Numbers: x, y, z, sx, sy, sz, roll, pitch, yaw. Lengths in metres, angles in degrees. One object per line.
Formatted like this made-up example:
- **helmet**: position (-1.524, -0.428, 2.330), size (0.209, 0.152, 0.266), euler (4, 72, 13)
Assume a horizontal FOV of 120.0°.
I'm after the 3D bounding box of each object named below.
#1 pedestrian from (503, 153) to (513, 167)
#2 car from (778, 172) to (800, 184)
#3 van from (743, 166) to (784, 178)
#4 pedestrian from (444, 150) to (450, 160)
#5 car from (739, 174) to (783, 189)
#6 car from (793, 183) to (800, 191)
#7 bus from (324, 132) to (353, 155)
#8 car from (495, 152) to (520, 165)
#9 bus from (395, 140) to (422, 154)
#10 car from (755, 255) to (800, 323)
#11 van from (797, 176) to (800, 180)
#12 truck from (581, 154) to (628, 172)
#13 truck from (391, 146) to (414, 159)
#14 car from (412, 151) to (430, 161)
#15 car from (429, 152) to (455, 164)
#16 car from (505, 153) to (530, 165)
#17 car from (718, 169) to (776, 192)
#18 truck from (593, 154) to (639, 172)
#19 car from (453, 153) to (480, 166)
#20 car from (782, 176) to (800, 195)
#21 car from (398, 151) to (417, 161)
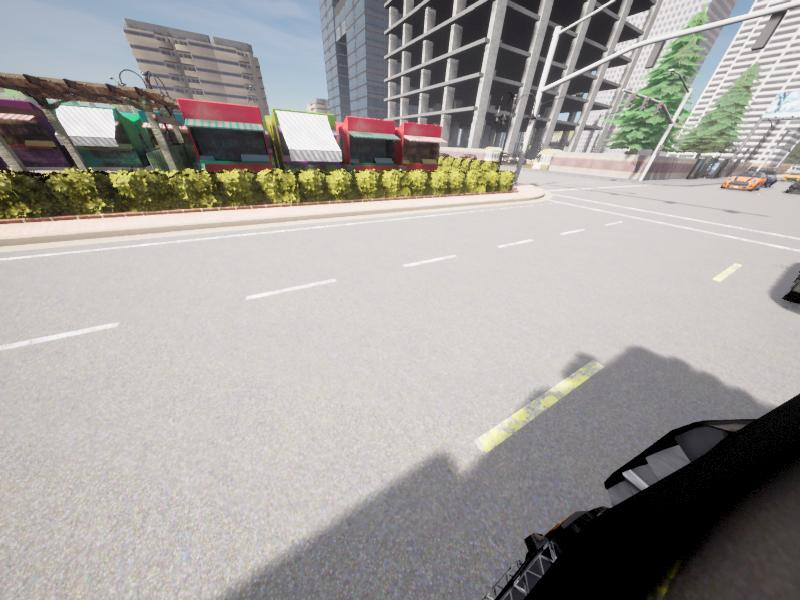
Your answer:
- **pedestrian**: position (17.659, -23.028, 37.936), size (0.751, 1.860, 0.751), euler (-23, 42, -34)
- **car**: position (65.973, -20.514, 38.628), size (5.008, 1.535, 1.882), euler (-15, 38, -25)
- **van**: position (82.490, -29.124, 52.486), size (1.775, 1.987, 4.442), euler (-15, 38, -25)
- **pedestrian**: position (10.027, -30.770, 49.010), size (0.751, 1.860, 0.751), euler (-15, 38, -25)
- **car**: position (42.480, -13.986, 27.175), size (4.718, 1.301, 1.895), euler (-15, 38, -25)
- **car**: position (46.193, -12.866, 25.598), size (4.892, 1.490, 1.837), euler (-15, 38, -25)
- **bus**: position (-15.717, -39.651, 58.531), size (3.944, 4.253, 10.273), euler (-16, 38, -26)
- **car**: position (21.122, -27.812, 45.466), size (1.905, 1.878, 3.866), euler (-15, 38, -25)
- **bus**: position (3.539, -61.970, 93.771), size (10.273, 4.253, 3.944), euler (-15, 38, -25)
- **car**: position (9.167, -0.530, 4.097), size (4.902, 1.511, 2.128), euler (-15, 38, -26)
- **van**: position (86.419, -25.302, 46.494), size (1.988, 2.561, 5.915), euler (-15, 38, -25)
- **truck**: position (37.044, -25.015, 42.023), size (2.615, 2.467, 5.204), euler (-15, 38, -25)
- **truck**: position (0.512, -33.943, 53.152), size (2.390, 2.098, 6.274), euler (-16, 38, -26)
- **car**: position (4.332, -29.856, 47.783), size (1.789, 1.549, 3.705), euler (-16, 38, -26)
- **car**: position (7.666, -26.481, 42.971), size (1.882, 1.535, 5.008), euler (-16, 38, -26)
- **car**: position (23.685, -28.516, 46.727), size (1.905, 1.878, 3.866), euler (-15, 38, -25)
- **car**: position (35.162, -12.188, 23.443), size (4.553, 1.767, 2.097), euler (-15, 38, -25)
- **truck**: position (40.799, -26.047, 43.871), size (2.615, 2.467, 5.204), euler (-15, 38, -25)
- **car**: position (10.931, -23.227, 38.258), size (1.851, 1.617, 3.988), euler (-16, 38, -26)
- **car**: position (39.909, -11.145, 22.513), size (4.892, 1.490, 1.837), euler (-15, 38, -25)
- **car**: position (1.416, -28.800, 46.131), size (1.994, 1.385, 4.181), euler (-16, 38, -26)
